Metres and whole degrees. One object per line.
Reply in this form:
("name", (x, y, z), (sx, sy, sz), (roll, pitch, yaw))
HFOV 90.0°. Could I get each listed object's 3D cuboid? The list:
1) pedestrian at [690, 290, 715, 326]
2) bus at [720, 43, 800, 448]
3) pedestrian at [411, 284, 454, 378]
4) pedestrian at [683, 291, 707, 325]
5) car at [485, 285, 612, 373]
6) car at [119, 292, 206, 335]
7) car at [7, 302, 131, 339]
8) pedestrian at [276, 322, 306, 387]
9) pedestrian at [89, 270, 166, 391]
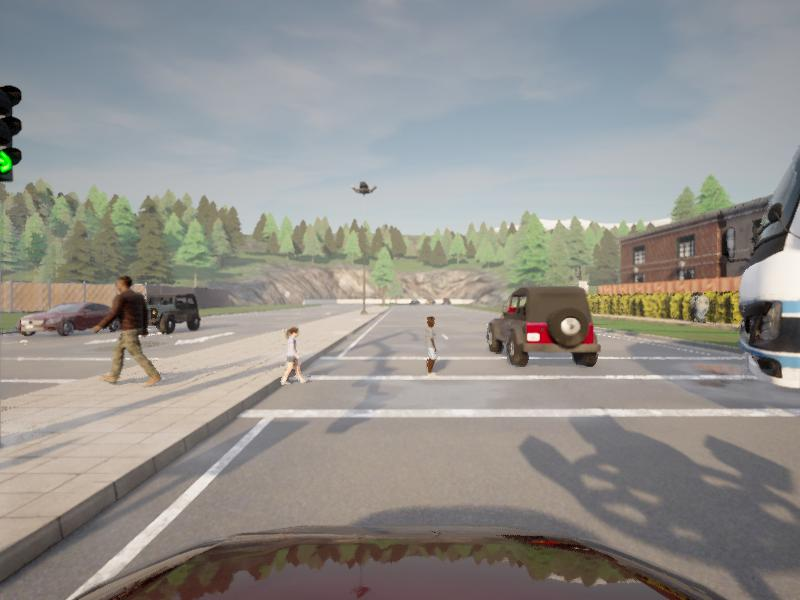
("pedestrian", (15.931, 0.424, 21.091), (0.751, 1.860, 0.751), (0, 0, 0))
("bus", (9.010, -0.540, 2.968), (10.273, 4.253, 3.944), (1, 0, 38))
("pedestrian", (0.656, 0.613, 8.286), (0.751, 1.860, 0.751), (0, 0, -7))
("pedestrian", (16.174, 0.421, 21.941), (0.751, 1.860, 0.751), (0, 0, -1))
("car", (3.579, 0.615, 10.456), (1.905, 1.878, 3.866), (0, 0, 1))
("car", (-11.337, 0.591, 19.457), (1.905, 1.878, 3.866), (0, 0, 0))
("car", (-14.846, 0.818, 18.400), (1.812, 1.442, 4.674), (0, 0, 0))
("pedestrian", (-1.990, 0.979, 7.346), (0.500, 1.100, 0.500), (0, 0, -13))
("pedestrian", (-4.399, 0.466, 6.516), (0.751, 1.860, 0.751), (0, 0, -3))
